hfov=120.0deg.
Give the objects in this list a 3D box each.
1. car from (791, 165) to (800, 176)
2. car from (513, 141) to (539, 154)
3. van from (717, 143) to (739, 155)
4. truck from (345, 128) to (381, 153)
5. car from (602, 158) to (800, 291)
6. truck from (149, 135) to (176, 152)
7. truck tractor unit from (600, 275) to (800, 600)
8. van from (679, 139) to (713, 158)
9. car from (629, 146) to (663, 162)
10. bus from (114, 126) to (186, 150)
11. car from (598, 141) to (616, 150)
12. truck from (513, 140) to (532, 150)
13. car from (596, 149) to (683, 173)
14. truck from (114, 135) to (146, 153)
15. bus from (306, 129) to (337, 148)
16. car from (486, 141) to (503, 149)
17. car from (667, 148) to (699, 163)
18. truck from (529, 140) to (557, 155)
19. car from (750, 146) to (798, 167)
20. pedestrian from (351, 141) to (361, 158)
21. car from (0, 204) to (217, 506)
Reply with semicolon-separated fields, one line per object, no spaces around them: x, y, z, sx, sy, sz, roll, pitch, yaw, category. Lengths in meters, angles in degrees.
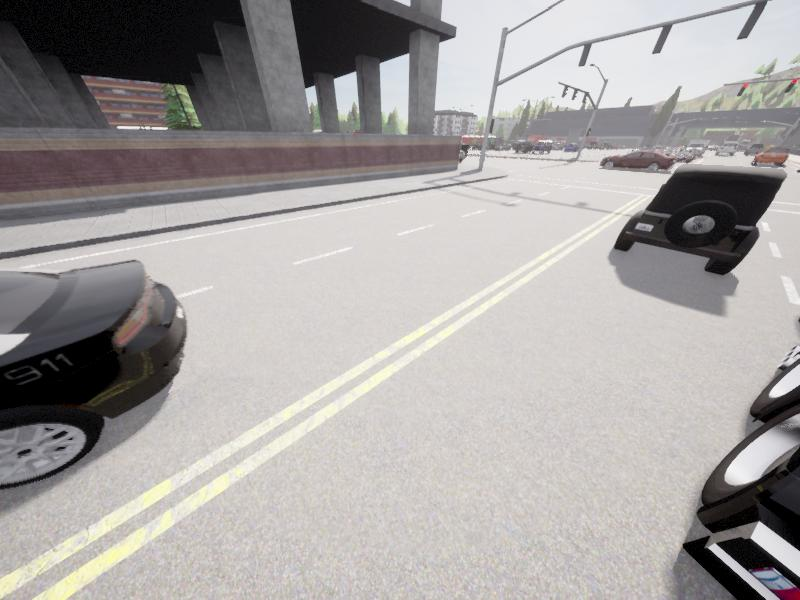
33.062;-9.253;16.252;2.033;1.411;5.357;-10;36;-14;car
23.186;-28.004;42.431;4.605;1.855;1.932;-26;42;-32;car
66.774;-30.825;46.996;4.442;1.987;1.775;-26;42;-32;van
-7.706;-33.029;47.869;2.891;3.827;8.468;-26;43;-32;truck
6.889;-2.070;5.364;3.866;1.878;1.905;-26;42;-32;car
-44.193;-29.203;43.097;2.615;2.467;5.204;-26;42;-32;truck
5.129;-0.283;0.754;6.516;4.208;3.053;-18;39;-23;truck tractor unit
49.344;-25.268;38.506;6.366;2.431;2.351;-26;42;-32;van
33.706;-20.061;31.614;4.856;1.649;2.033;-26;42;-32;car
-57.484;-37.596;53.744;10.273;4.253;3.944;-25;42;-32;bus
54.871;-40.958;61.262;4.605;1.855;1.932;-26;42;-32;car
32.328;-40.964;60.927;4.478;2.038;2.069;-26;42;-32;truck
21.260;-12.557;20.775;1.882;1.535;5.008;-26;43;-33;car
-47.492;-27.629;40.813;2.615;2.467;5.204;-26;42;-32;truck
-22.766;-46.365;66.499;3.944;4.253;10.273;-26;43;-32;bus
27.003;-44.485;66.102;4.605;1.855;1.932;-26;42;-32;car
37.161;-19.037;30.301;3.806;1.475;1.970;-26;42;-32;car
25.100;-26.832;40.600;4.478;2.038;2.069;-26;42;-32;truck
42.567;-16.510;26.443;4.553;1.767;2.097;-26;43;-32;car
-5.746;-19.747;30.247;0.751;1.860;0.751;-26;43;-33;pedestrian
-4.578;0.909;1.220;5.238;1.638;1.930;-26;42;-32;car
